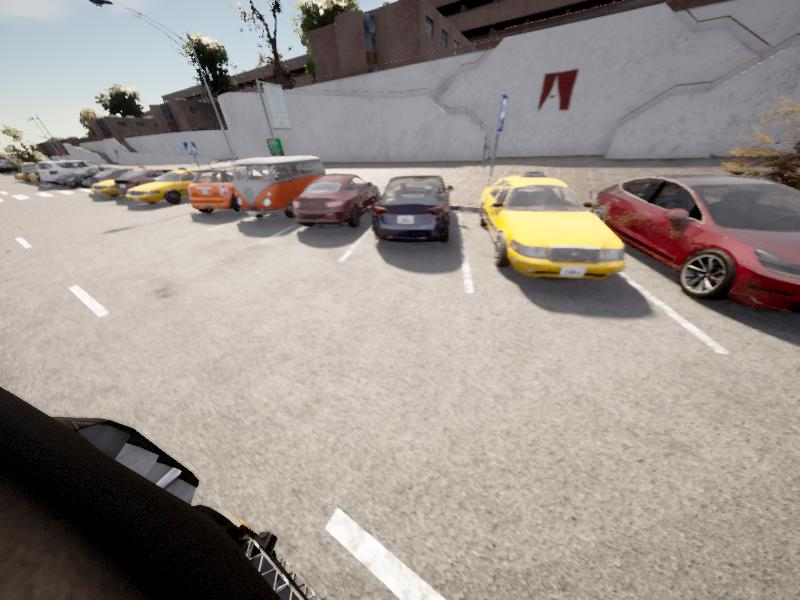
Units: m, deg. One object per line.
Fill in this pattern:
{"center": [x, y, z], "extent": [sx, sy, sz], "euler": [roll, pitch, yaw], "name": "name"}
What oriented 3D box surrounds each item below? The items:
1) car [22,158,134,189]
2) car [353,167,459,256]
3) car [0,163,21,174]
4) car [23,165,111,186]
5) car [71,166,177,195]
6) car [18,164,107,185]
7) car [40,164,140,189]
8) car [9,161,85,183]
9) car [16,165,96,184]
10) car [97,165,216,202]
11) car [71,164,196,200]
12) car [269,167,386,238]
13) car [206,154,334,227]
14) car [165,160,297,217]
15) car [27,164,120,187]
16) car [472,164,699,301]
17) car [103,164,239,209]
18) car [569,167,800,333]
{"center": [-30.484, -12.321, 22.306], "extent": [2.435, 2.045, 5.566], "euler": [4, 34, 9], "name": "car"}
{"center": [0.525, -3.004, 7.032], "extent": [2.163, 1.488, 4.792], "euler": [4, 34, 9], "name": "car"}
{"center": [-91.264, -29.817, 52.588], "extent": [1.878, 1.987, 4.442], "euler": [3, 33, 10], "name": "car"}
{"center": [-35.644, -13.588, 24.997], "extent": [2.231, 1.521, 4.892], "euler": [4, 34, 9], "name": "car"}
{"center": [-20.149, -9.041, 17.293], "extent": [2.002, 1.452, 4.674], "euler": [4, 34, 9], "name": "car"}
{"center": [-38.192, -14.443, 26.443], "extent": [1.946, 1.575, 5.366], "euler": [4, 34, 9], "name": "car"}
{"center": [-27.885, -11.345, 21.136], "extent": [2.231, 1.521, 4.892], "euler": [4, 34, 9], "name": "car"}
{"center": [-43.411, -15.955, 28.658], "extent": [1.878, 1.987, 4.442], "euler": [4, 34, 9], "name": "car"}
{"center": [-40.802, -15.076, 27.626], "extent": [2.163, 1.488, 4.792], "euler": [4, 34, 10], "name": "car"}
{"center": [-14.979, -7.546, 14.748], "extent": [2.163, 1.488, 4.792], "euler": [4, 34, 9], "name": "car"}
{"center": [-17.595, -8.218, 15.835], "extent": [1.946, 1.575, 5.366], "euler": [4, 34, 9], "name": "car"}
{"center": [-2.063, -3.727, 8.300], "extent": [2.002, 1.452, 4.674], "euler": [4, 34, 9], "name": "car"}
{"center": [-4.662, -4.636, 9.349], "extent": [1.878, 1.987, 4.442], "euler": [4, 34, 9], "name": "car"}
{"center": [-7.241, -5.360, 10.765], "extent": [2.185, 1.767, 4.553], "euler": [4, 34, 9], "name": "car"}
{"center": [-33.053, -12.847, 23.712], "extent": [2.097, 1.535, 5.008], "euler": [4, 34, 9], "name": "car"}
{"center": [3.082, -2.170, 5.538], "extent": [1.946, 1.575, 5.366], "euler": [4, 34, 9], "name": "car"}
{"center": [-12.428, -6.693, 13.271], "extent": [1.946, 1.575, 5.366], "euler": [4, 34, 9], "name": "car"}
{"center": [5.690, -1.487, 4.387], "extent": [2.163, 1.488, 4.792], "euler": [4, 34, 9], "name": "car"}
